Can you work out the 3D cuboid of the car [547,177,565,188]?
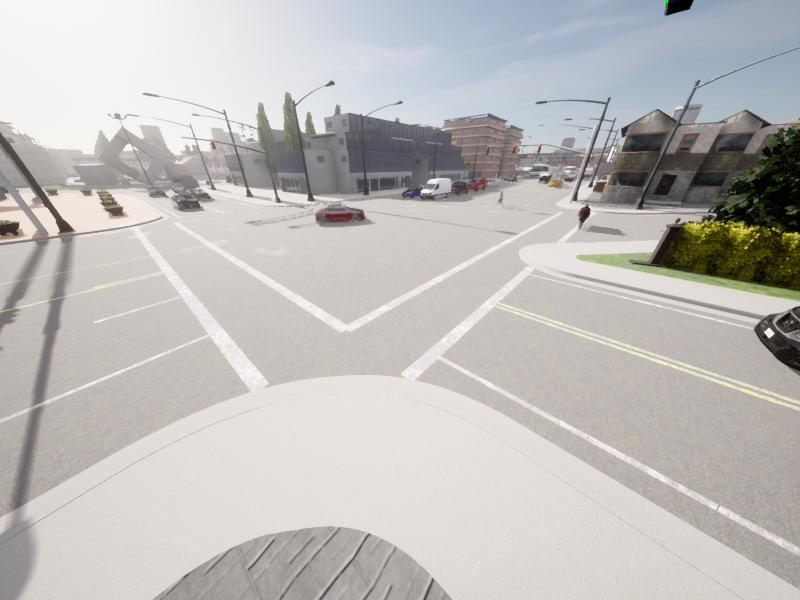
[{"bbox_3d":[31.729,-23.884,46.880,1.882,1.535,5.008,23,38,34],"label":"car"}]

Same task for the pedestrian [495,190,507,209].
[{"bbox_3d":[11.266,-11.224,25.789,0.751,1.860,0.751,3,30,5],"label":"pedestrian"}]

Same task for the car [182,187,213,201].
[{"bbox_3d":[-29.784,-15.635,33.998,5.357,1.411,2.033,23,37,34],"label":"car"}]

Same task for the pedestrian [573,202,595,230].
[{"bbox_3d":[13.770,-6.299,17.303,0.751,1.860,0.751,19,35,29],"label":"pedestrian"}]

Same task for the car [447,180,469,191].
[{"bbox_3d":[11.226,-22.175,44.719,1.882,1.535,5.008,23,38,34],"label":"car"}]

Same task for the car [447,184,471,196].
[{"bbox_3d":[9.896,-18.442,38.570,1.812,1.442,4.674,23,38,34],"label":"car"}]

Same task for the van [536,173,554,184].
[{"bbox_3d":[33.429,-27.971,53.182,2.069,2.038,4.480,23,38,34],"label":"van"}]

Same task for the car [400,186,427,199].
[{"bbox_3d":[2.081,-16.512,35.329,1.816,1.474,4.193,22,37,34],"label":"car"}]

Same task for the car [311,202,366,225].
[{"bbox_3d":[-5.181,-7.428,19.813,4.181,1.385,1.994,-6,31,-10],"label":"car"}]

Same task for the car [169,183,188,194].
[{"bbox_3d":[-40.595,-20.460,42.294,2.007,1.525,4.514,-24,38,-35],"label":"car"}]

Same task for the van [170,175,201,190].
[{"bbox_3d":[-46.247,-25.618,50.100,1.988,2.561,5.915,-7,31,-12],"label":"van"}]

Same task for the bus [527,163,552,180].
[{"bbox_3d":[44.338,-40.729,73.306,3.944,4.253,10.273,23,36,34],"label":"bus"}]

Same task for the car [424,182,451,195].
[{"bbox_3d":[6.555,-19.299,39.891,1.930,1.638,5.238,23,38,34],"label":"car"}]

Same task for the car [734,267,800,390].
[{"bbox_3d":[11.035,1.388,3.860,5.566,2.045,2.150,23,37,34],"label":"car"}]

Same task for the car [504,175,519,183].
[{"bbox_3d":[27.267,-29.477,56.396,1.816,1.474,4.193,23,38,34],"label":"car"}]

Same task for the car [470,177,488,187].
[{"bbox_3d":[17.564,-26.174,51.187,1.837,1.490,4.892,23,39,34],"label":"car"}]

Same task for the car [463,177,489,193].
[{"bbox_3d":[14.110,-21.390,42.837,2.150,2.045,5.566,23,38,34],"label":"car"}]

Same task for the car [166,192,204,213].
[{"bbox_3d":[-24.067,-10.979,25.788,5.008,1.535,1.882,23,37,34],"label":"car"}]

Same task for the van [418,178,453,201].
[{"bbox_3d":[5.242,-16.133,33.595,1.988,2.561,5.915,23,37,34],"label":"van"}]

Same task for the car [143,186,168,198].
[{"bbox_3d":[-38.600,-17.107,36.455,4.193,1.474,1.816,23,37,34],"label":"car"}]

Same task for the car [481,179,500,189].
[{"bbox_3d":[18.680,-24.027,47.659,1.812,1.442,4.674,23,39,34],"label":"car"}]
